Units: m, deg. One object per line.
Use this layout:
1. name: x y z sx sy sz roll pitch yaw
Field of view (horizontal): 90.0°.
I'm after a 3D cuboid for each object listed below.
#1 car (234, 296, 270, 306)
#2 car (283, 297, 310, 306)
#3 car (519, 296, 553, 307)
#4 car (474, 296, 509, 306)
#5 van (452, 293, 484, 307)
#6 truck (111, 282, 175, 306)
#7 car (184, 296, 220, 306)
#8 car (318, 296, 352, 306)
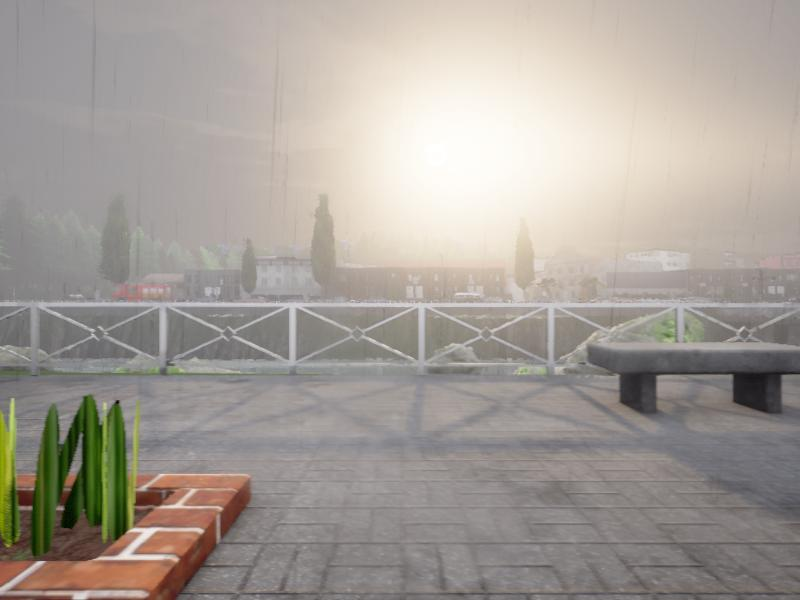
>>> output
1. car: -23.792 0.162 64.343 5.027 1.651 2.152 0 0 0
2. car: -16.644 0.240 64.345 3.806 1.475 1.970 0 0 0
3. car: 21.852 0.192 64.375 4.856 1.649 2.033 -1 0 0
4. car: 14.659 0.182 64.358 5.238 1.638 1.930 0 0 0
5. van: 10.262 -0.021 60.374 4.480 2.038 2.069 0 0 0
6. truck: -41.263 -0.952 64.331 8.468 3.827 2.891 0 0 0
7. car: -31.773 0.153 64.340 4.856 1.649 2.033 0 0 0
8. car: -10.443 0.163 64.355 5.238 1.638 1.930 0 0 0
